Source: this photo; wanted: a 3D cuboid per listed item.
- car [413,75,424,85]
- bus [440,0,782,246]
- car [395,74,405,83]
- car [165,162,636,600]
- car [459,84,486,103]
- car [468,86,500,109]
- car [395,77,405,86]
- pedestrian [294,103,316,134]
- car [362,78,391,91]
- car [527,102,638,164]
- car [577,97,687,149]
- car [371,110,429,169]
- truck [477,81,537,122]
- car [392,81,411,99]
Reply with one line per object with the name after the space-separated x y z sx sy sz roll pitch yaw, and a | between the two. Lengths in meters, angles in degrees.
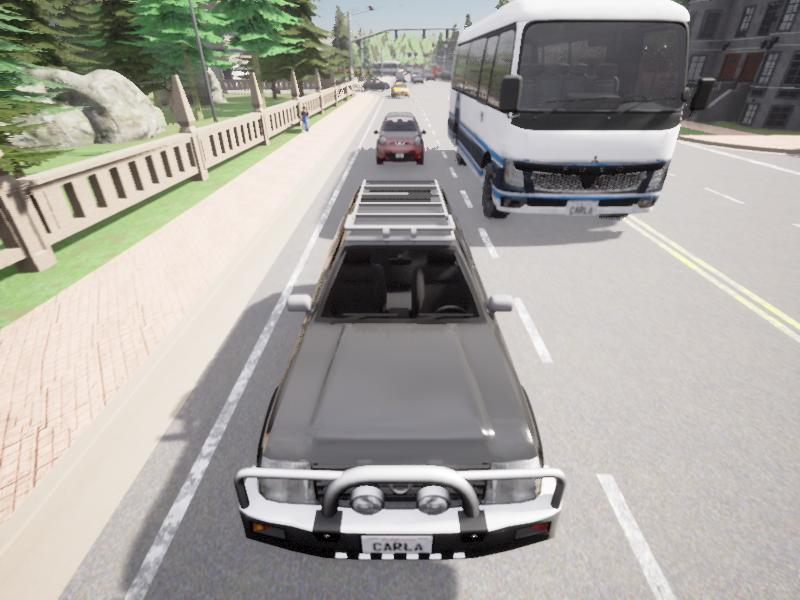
3.509 -42.225 76.729 2.033 1.411 5.357 0 30 0 | car
3.623 -5.491 11.164 3.944 4.253 10.273 0 30 0 | bus
0.012 -46.236 83.452 1.882 1.535 5.008 0 30 0 | car
0.002 0.022 4.096 1.932 1.855 4.605 0 30 0 | car
7.004 -20.205 39.049 1.816 1.474 4.193 0 30 0 | car
7.004 -17.097 33.740 1.816 1.474 4.193 0 30 0 | car
0.011 -39.957 72.954 1.895 1.301 4.718 0 30 0 | car
-4.578 -8.798 19.383 0.751 1.300 0.751 0 30 0 | pedestrian
-3.225 -29.507 54.842 3.633 1.501 1.845 -7 31 -12 | car
7.002 -6.877 16.138 2.152 1.651 5.027 0 30 0 | car
10.502 -8.406 18.749 2.152 1.651 5.027 0 30 0 | car
0.001 -6.007 14.740 1.845 1.501 3.633 0 30 0 | car
7.004 -13.579 27.114 2.390 2.098 6.274 0 30 0 | truck
0.110 -22.977 43.679 1.801 1.575 5.366 -2 30 -3 | car
